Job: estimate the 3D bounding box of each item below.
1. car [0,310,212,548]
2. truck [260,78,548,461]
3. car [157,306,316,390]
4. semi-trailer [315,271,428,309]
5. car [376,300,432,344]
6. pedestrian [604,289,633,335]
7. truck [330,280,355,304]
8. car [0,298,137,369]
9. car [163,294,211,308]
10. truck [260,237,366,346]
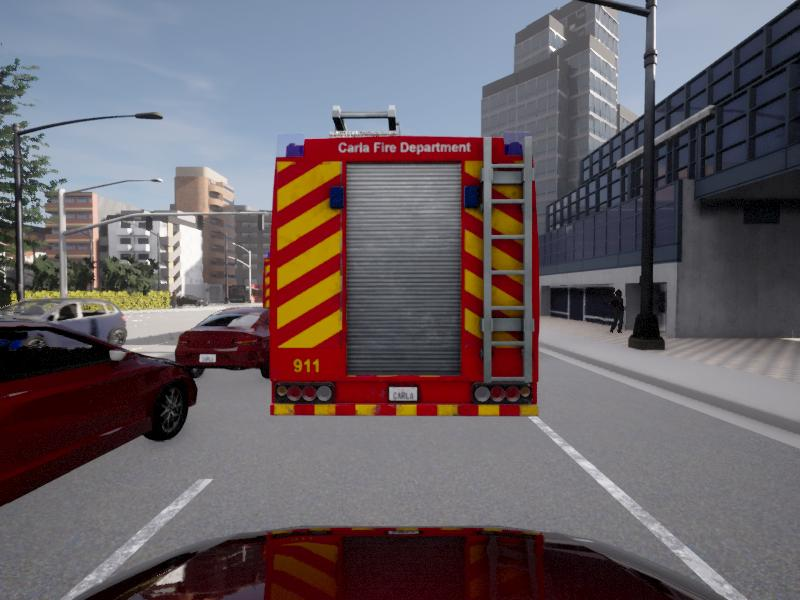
[{"bbox_3d":[-3.468,0.860,3.307,1.816,1.474,4.193,0,0,1],"label":"car"},{"bbox_3d":[0.092,-0.302,8.253,2.891,3.827,8.468,0,0,1],"label":"truck"},{"bbox_3d":[-3.435,0.891,9.530,1.812,1.442,4.674,0,0,1],"label":"car"},{"bbox_3d":[-3.314,-1.296,50.770,14.254,4.402,2.717,-1,1,-27],"label":"semi-trailer"},{"bbox_3d":[0.180,0.817,17.201,2.038,1.542,4.974,0,1,1],"label":"car"},{"bbox_3d":[9.103,0.490,16.691,0.751,1.860,0.751,0,1,-3],"label":"pedestrian"},{"bbox_3d":[-9.771,-1.342,68.882,2.891,3.827,8.468,0,1,0],"label":"truck"},{"bbox_3d":[-10.375,0.778,11.741,2.242,1.667,4.611,0,0,1],"label":"car"},{"bbox_3d":[-27.246,0.090,51.336,5.027,1.651,2.152,0,1,1],"label":"car"},{"bbox_3d":[-3.409,-0.337,18.226,2.891,3.827,8.468,0,0,1],"label":"truck"}]
